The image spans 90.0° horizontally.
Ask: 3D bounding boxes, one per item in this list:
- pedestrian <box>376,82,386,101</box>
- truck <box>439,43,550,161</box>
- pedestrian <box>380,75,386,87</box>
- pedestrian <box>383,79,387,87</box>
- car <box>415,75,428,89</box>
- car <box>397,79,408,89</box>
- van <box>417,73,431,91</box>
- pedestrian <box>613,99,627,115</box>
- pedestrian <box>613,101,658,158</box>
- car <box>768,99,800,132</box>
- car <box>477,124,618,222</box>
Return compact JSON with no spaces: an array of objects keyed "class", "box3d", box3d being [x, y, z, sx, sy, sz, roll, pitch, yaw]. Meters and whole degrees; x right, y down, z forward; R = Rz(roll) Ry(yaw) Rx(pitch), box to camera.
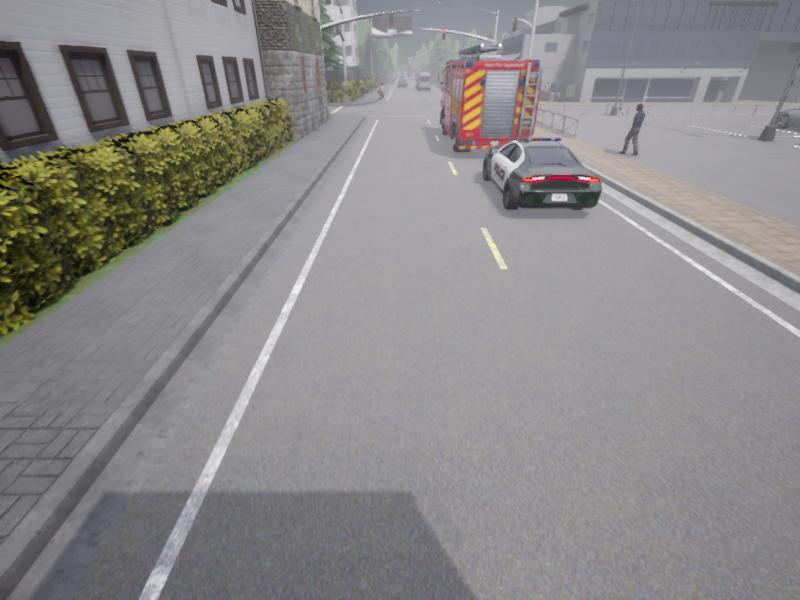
[{"class":"pedestrian","box3d":[-2.083,-22.900,43.900,0.751,1.860,0.751,11,32,19]},{"class":"truck","box3d":[3.664,-9.162,18.178,2.891,3.827,8.468,0,30,0]},{"class":"pedestrian","box3d":[-3.223,-41.482,75.796,0.751,1.860,0.751,-16,34,-25]},{"class":"pedestrian","box3d":[-2.786,-41.023,75.560,0.751,1.300,0.751,2,30,3]},{"class":"car","box3d":[3.959,-40.657,74.539,2.150,2.045,5.566,0,30,0]},{"class":"car","box3d":[0.444,-39.575,73.201,1.837,1.490,4.892,0,30,0]},{"class":"van","box3d":[3.910,-35.817,65.625,1.988,2.561,5.915,0,30,0]},{"class":"pedestrian","box3d":[16.928,-14.847,30.755,0.500,1.100,0.500,0,30,0]},{"class":"pedestrian","box3d":[8.815,-6.409,15.027,0.751,1.860,0.751,-18,34,-28]},{"class":"car","box3d":[22.740,-9.904,21.642,1.970,1.475,3.806,0,30,0]},{"class":"car","box3d":[3.617,-3.712,11.028,2.038,1.542,4.974,0,30,0]}]
